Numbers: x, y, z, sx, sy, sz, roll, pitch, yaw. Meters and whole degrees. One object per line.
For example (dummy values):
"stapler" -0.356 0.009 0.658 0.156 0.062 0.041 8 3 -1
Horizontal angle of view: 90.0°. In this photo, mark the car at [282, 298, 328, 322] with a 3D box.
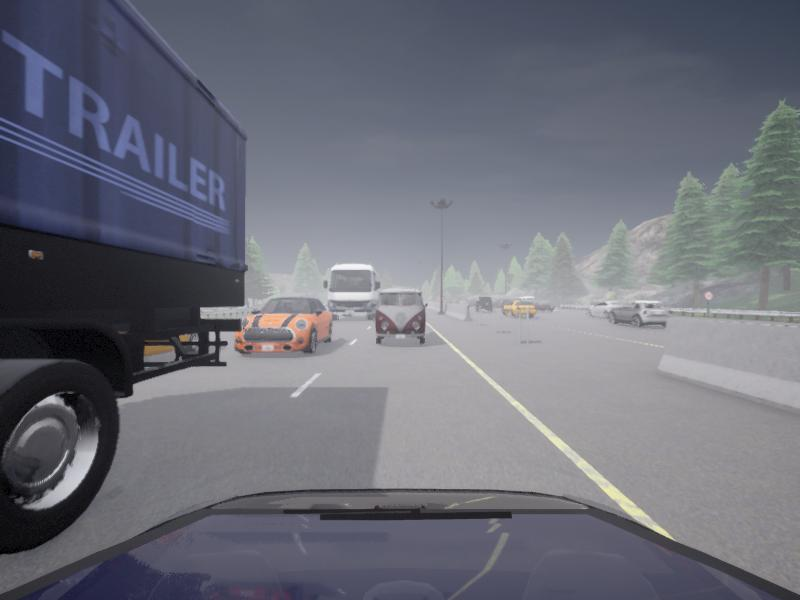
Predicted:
"car" -6.973 0.705 29.854 2.242 1.667 4.611 0 0 1

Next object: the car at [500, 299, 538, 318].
"car" 10.548 0.738 35.739 1.801 1.575 5.366 0 0 0

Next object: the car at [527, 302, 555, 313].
"car" 17.565 0.858 50.056 1.895 1.301 4.718 0 0 0

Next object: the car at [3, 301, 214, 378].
"car" -6.986 0.804 10.495 1.882 1.535 5.008 0 0 0

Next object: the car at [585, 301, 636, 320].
"car" 17.545 0.812 33.558 1.812 1.442 4.674 0 0 0

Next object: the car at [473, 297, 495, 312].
"car" 10.566 0.559 50.652 1.905 1.878 3.866 0 0 0

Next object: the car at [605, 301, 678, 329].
"car" 14.031 0.812 23.512 1.970 1.475 3.806 0 0 0

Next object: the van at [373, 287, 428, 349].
"van" 0.019 0.569 15.022 1.775 1.987 4.442 0 0 0

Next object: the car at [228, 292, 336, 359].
"car" -3.483 0.671 12.808 2.097 1.767 4.553 0 0 0

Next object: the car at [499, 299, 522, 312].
"car" 14.070 0.701 51.003 1.851 1.617 3.988 0 0 0

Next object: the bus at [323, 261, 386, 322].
"bus" -3.343 -0.589 32.870 3.944 4.253 10.273 0 0 0
